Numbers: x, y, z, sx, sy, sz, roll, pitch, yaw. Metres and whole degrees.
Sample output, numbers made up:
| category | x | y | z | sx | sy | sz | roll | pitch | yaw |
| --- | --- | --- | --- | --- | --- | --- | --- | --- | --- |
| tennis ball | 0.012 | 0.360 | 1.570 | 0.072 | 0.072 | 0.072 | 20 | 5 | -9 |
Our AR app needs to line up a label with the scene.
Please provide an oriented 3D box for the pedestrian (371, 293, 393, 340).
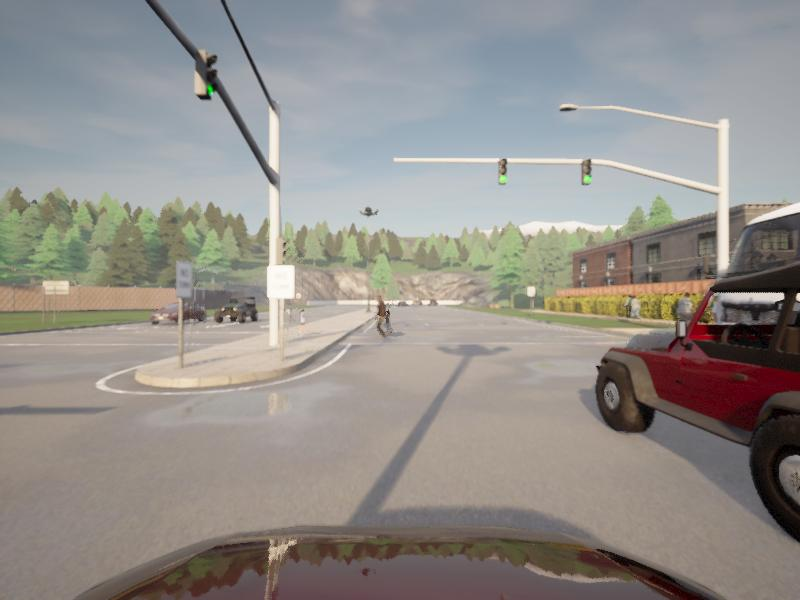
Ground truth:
| category | x | y | z | sx | sy | sz | roll | pitch | yaw |
| --- | --- | --- | --- | --- | --- | --- | --- | --- | --- |
| pedestrian | -0.733 | 0.641 | 15.968 | 0.751 | 1.860 | 0.751 | 0 | 0 | -11 |

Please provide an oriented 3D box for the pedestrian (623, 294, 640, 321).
| category | x | y | z | sx | sy | sz | roll | pitch | yaw |
| --- | --- | --- | --- | --- | --- | --- | --- | --- | --- |
| pedestrian | 16.002 | 0.491 | 27.712 | 0.751 | 1.860 | 0.751 | 0 | 0 | 0 |

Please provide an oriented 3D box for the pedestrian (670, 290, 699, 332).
| category | x | y | z | sx | sy | sz | roll | pitch | yaw |
| --- | --- | --- | --- | --- | --- | --- | --- | --- | --- |
| pedestrian | 12.799 | 0.489 | 17.995 | 0.751 | 1.860 | 0.751 | 0 | 0 | -10 |

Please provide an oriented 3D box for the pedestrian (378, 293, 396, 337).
| category | x | y | z | sx | sy | sz | roll | pitch | yaw |
| --- | --- | --- | --- | --- | --- | --- | --- | --- | --- |
| pedestrian | -0.552 | 0.641 | 17.472 | 0.751 | 1.860 | 0.751 | 0 | 0 | 0 |

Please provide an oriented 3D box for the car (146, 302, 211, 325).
| category | x | y | z | sx | sy | sz | roll | pitch | yaw |
| --- | --- | --- | --- | --- | --- | --- | --- | --- | --- |
| car | -15.013 | 0.876 | 27.445 | 1.812 | 1.442 | 4.674 | 0 | 0 | 0 |

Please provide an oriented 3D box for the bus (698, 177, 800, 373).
| category | x | y | z | sx | sy | sz | roll | pitch | yaw |
| --- | --- | --- | --- | --- | --- | --- | --- | --- | --- |
| bus | 13.943 | -0.530 | 9.608 | 10.273 | 4.253 | 3.944 | 0 | 0 | 7 |

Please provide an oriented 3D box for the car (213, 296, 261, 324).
| category | x | y | z | sx | sy | sz | roll | pitch | yaw |
| --- | --- | --- | --- | --- | --- | --- | --- | --- | --- |
| car | -11.513 | 0.653 | 28.533 | 1.905 | 1.878 | 3.866 | 0 | 0 | 0 |

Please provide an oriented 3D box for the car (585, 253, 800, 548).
| category | x | y | z | sx | sy | sz | roll | pitch | yaw |
| --- | --- | --- | --- | --- | --- | --- | --- | --- | --- |
| car | 3.500 | 0.646 | 3.575 | 1.905 | 1.878 | 3.866 | 0 | 0 | 0 |

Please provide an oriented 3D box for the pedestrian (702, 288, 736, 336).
| category | x | y | z | sx | sy | sz | roll | pitch | yaw |
| --- | --- | --- | --- | --- | --- | --- | --- | --- | --- |
| pedestrian | 12.607 | 0.455 | 15.825 | 0.751 | 1.860 | 0.751 | 0 | 0 | -1 |

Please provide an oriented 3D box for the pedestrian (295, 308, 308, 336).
| category | x | y | z | sx | sy | sz | roll | pitch | yaw |
| --- | --- | --- | --- | --- | --- | --- | --- | --- | --- |
| pedestrian | -3.927 | 0.869 | 15.956 | 0.500 | 1.100 | 0.500 | 0 | 0 | -14 |

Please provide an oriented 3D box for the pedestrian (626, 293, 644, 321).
| category | x | y | z | sx | sy | sz | roll | pitch | yaw |
| --- | --- | --- | --- | --- | --- | --- | --- | --- | --- |
| pedestrian | 15.814 | 0.491 | 26.960 | 0.751 | 1.860 | 0.751 | 0 | 0 | -2 |
